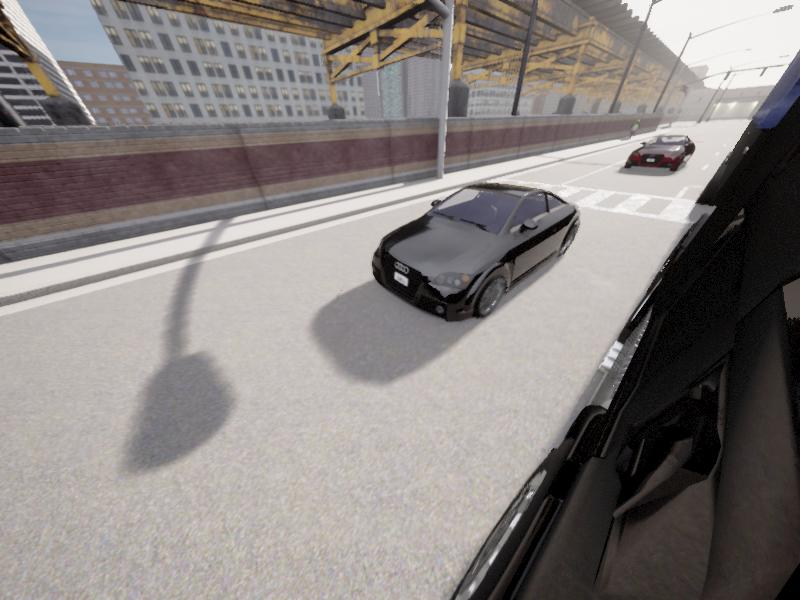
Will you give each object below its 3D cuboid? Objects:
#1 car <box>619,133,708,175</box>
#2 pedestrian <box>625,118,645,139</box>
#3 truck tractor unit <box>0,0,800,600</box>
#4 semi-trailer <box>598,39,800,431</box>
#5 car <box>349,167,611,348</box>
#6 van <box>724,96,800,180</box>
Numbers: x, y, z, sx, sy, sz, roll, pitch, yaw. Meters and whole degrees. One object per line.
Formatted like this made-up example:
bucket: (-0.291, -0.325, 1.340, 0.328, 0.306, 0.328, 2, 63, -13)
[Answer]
car: (13.511, -7.604, 11.863, 4.181, 1.385, 1.994, -27, 43, -29)
pedestrian: (26.624, -19.432, 26.197, 0.751, 1.860, 0.751, -25, 42, -27)
truck tractor unit: (2.645, -0.295, 0.351, 6.516, 4.208, 3.053, -28, 44, -30)
semi-trailer: (8.686, -3.608, 4.247, 14.254, 4.402, 2.717, -28, 43, -30)
car: (1.536, -1.252, 4.113, 4.181, 1.385, 1.994, -28, 43, -30)
van: (16.921, -7.188, 10.094, 5.915, 2.561, 1.988, -28, 43, -30)
